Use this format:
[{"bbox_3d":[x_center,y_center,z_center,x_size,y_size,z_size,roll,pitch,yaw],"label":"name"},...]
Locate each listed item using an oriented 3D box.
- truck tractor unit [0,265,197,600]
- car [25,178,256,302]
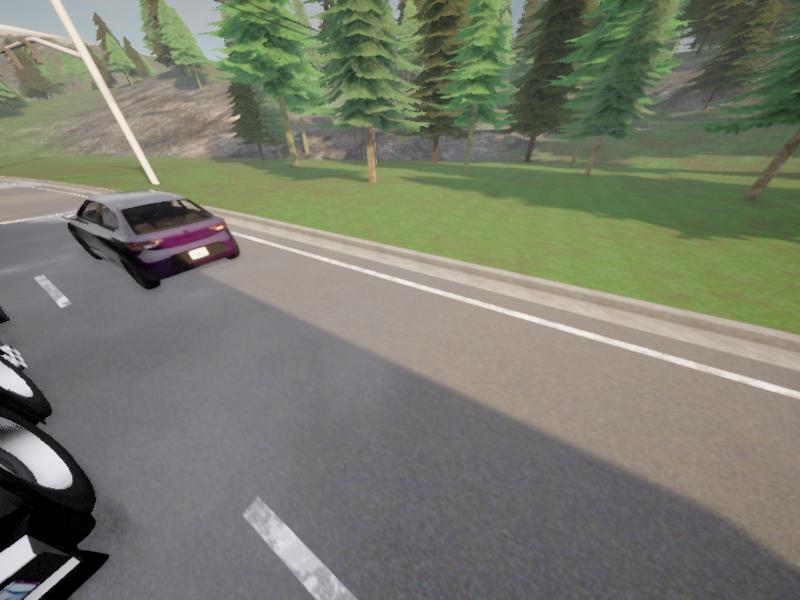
[{"bbox_3d":[-5.120,-0.290,0.780,6.516,4.208,3.053,18,39,24],"label":"truck tractor unit"},{"bbox_3d":[-5.583,-1.612,5.068,4.193,1.474,1.816,18,39,24],"label":"car"}]
